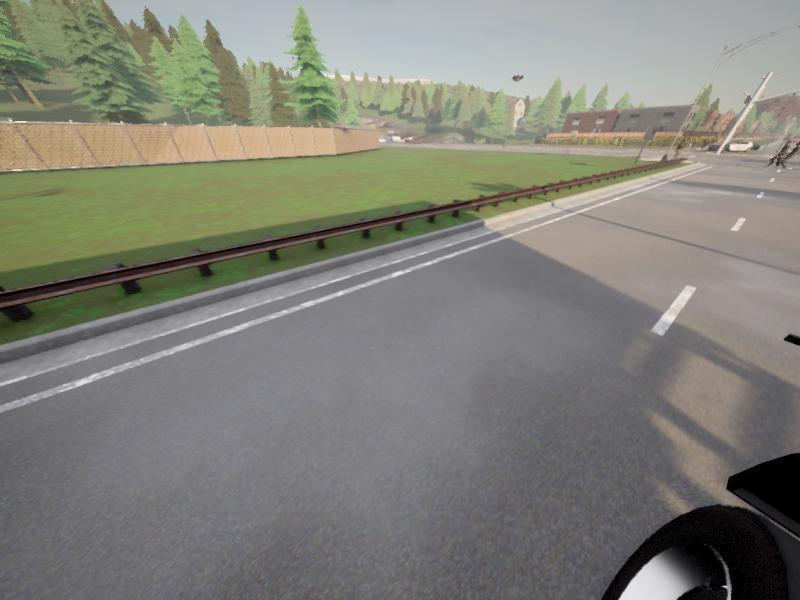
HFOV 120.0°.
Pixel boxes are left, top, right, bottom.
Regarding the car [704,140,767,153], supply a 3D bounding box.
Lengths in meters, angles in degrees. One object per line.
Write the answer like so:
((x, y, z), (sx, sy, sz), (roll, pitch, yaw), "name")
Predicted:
((51.476, -23.724, 35.639), (4.974, 1.542, 2.038), (14, 38, 19), "car")

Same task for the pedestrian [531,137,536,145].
((39.133, -46.625, 67.629), (0.751, 1.860, 0.751), (7, 36, 10), "pedestrian")

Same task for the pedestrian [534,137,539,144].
((42.082, -49.195, 71.240), (0.751, 1.860, 0.751), (9, 36, 13), "pedestrian")

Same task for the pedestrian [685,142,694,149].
((50.981, -27.208, 40.681), (0.500, 1.100, 0.500), (13, 37, 18), "pedestrian")

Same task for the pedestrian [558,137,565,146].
((41.207, -40.472, 58.898), (0.751, 1.860, 0.751), (-26, 43, -31), "pedestrian")

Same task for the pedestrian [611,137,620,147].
((47.846, -35.136, 51.278), (0.751, 1.860, 0.751), (-22, 41, -28), "pedestrian")

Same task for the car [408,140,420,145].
((4.898, -54.482, 79.813), (1.994, 1.385, 4.181), (-22, 40, -27), "car")

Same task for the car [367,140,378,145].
((-10.193, -58.445, 85.477), (1.816, 1.474, 4.193), (-26, 42, -31), "car")

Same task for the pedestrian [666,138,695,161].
((27.186, -14.636, 22.449), (0.751, 1.860, 0.751), (-1, 35, 0), "pedestrian")

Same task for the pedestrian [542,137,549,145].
((38.770, -42.418, 61.676), (0.751, 1.860, 0.751), (-13, 37, -18), "pedestrian")

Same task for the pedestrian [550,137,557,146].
((40.113, -41.415, 60.242), (0.751, 1.860, 0.751), (-15, 38, -19), "pedestrian")

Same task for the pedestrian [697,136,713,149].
((52.441, -27.050, 39.732), (0.751, 1.860, 0.751), (-22, 41, -28), "pedestrian")

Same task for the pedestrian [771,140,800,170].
((29.631, -10.987, 17.524), (0.751, 1.860, 0.751), (-22, 41, -28), "pedestrian")

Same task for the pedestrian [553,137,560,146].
((40.500, -41.111, 59.809), (0.751, 1.860, 0.751), (-22, 40, -27), "pedestrian")

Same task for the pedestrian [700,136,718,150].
((52.418, -26.671, 39.199), (0.751, 1.860, 0.751), (-10, 36, -13), "pedestrian")

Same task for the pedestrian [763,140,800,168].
((30.699, -11.752, 18.596), (0.751, 1.860, 0.751), (-27, 43, -32), "pedestrian")

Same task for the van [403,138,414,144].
((3.074, -60.038, 87.114), (2.069, 2.038, 4.480), (-20, 40, -25), "van")
